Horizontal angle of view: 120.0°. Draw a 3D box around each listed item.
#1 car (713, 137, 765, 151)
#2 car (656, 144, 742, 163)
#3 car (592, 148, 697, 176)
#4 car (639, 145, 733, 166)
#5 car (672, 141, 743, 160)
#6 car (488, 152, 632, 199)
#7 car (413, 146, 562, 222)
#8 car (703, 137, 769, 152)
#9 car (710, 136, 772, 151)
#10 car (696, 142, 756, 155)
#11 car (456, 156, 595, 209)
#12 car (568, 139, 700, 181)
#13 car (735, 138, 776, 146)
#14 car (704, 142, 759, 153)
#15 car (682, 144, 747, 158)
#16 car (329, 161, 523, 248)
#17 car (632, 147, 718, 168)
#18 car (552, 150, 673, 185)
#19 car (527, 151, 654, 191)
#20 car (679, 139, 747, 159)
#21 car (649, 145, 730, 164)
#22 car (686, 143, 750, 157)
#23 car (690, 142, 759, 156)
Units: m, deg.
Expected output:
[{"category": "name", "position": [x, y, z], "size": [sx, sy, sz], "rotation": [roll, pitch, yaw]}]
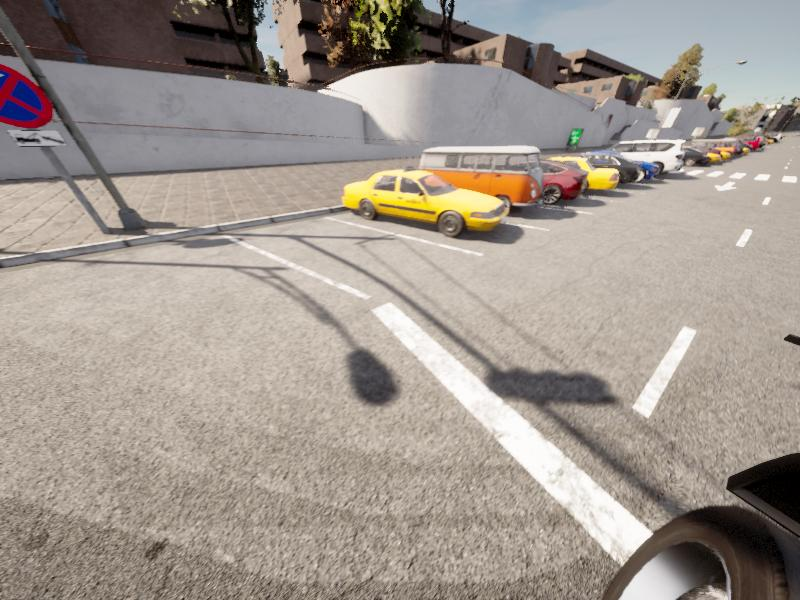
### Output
[{"category": "car", "position": [59.130, -27.263, 40.476], "size": [4.442, 1.987, 1.878], "rotation": [21, 40, 29]}, {"category": "car", "position": [32.281, -16.086, 25.288], "size": [5.366, 1.575, 1.946], "rotation": [21, 40, 29]}, {"category": "car", "position": [17.460, -10.252, 16.998], "size": [4.892, 1.521, 2.231], "rotation": [21, 40, 29]}, {"category": "car", "position": [27.391, -14.129, 22.486], "size": [5.366, 1.575, 1.946], "rotation": [21, 40, 29]}, {"category": "car", "position": [37.041, -18.197, 28.090], "size": [4.553, 1.767, 2.185], "rotation": [21, 40, 29]}, {"category": "car", "position": [7.532, -6.341, 11.508], "size": [5.366, 1.575, 1.946], "rotation": [21, 41, 29]}, {"category": "car", "position": [2.891, -4.440, 8.462], "size": [4.442, 1.987, 1.878], "rotation": [21, 40, 29]}, {"category": "car", "position": [56.558, -26.311, 39.148], "size": [5.566, 2.045, 2.435], "rotation": [21, 41, 29]}, {"category": "car", "position": [61.502, -28.327, 41.880], "size": [5.566, 2.045, 2.435], "rotation": [21, 40, 29]}, {"category": "car", "position": [49.277, -23.039, 35.141], "size": [4.792, 1.488, 2.163], "rotation": [21, 40, 29]}, {"category": "car", "position": [5.216, -5.269, 10.061], "size": [4.792, 1.488, 2.163], "rotation": [21, 41, 29]}, {"category": "car", "position": [14.988, -9.473, 15.463], "size": [5.566, 2.045, 2.435], "rotation": [21, 40, 29]}, {"category": "car", "position": [83.585, -37.262, 54.463], "size": [4.792, 1.488, 2.163], "rotation": [21, 40, 29]}, {"category": "car", "position": [54.146, -25.052, 37.921], "size": [4.674, 1.452, 2.002], "rotation": [21, 41, 29]}, {"category": "car", "position": [41.913, -20.044, 30.987], "size": [4.674, 1.452, 2.002], "rotation": [21, 40, 29]}, {"category": "car", "position": [0.506, -3.240, 7.167], "size": [5.366, 1.575, 1.946], "rotation": [21, 40, 29]}, {"category": "car", "position": [24.796, -13.167, 21.196], "size": [4.674, 1.452, 2.002], "rotation": [21, 40, 29]}, {"category": "car", "position": [12.573, -8.271, 14.208], "size": [5.008, 1.535, 2.097], "rotation": [21, 40, 29]}, {"category": "car", "position": [10.133, -7.270, 12.808], "size": [4.892, 1.521, 2.231], "rotation": [21, 40, 29]}, {"category": "car", "position": [39.567, -19.242, 29.397], "size": [4.442, 1.987, 1.878], "rotation": [21, 40, 29]}, {"category": "car", "position": [29.657, -15.146, 24.004], "size": [4.792, 1.488, 2.163], "rotation": [21, 40, 29]}, {"category": "car", "position": [44.331, -21.055, 32.390], "size": [4.792, 1.488, 2.163], "rotation": [21, 40, 29]}, {"category": "car", "position": [46.960, -22.018, 33.664], "size": [5.366, 1.575, 1.946], "rotation": [21, 40, 29]}]
